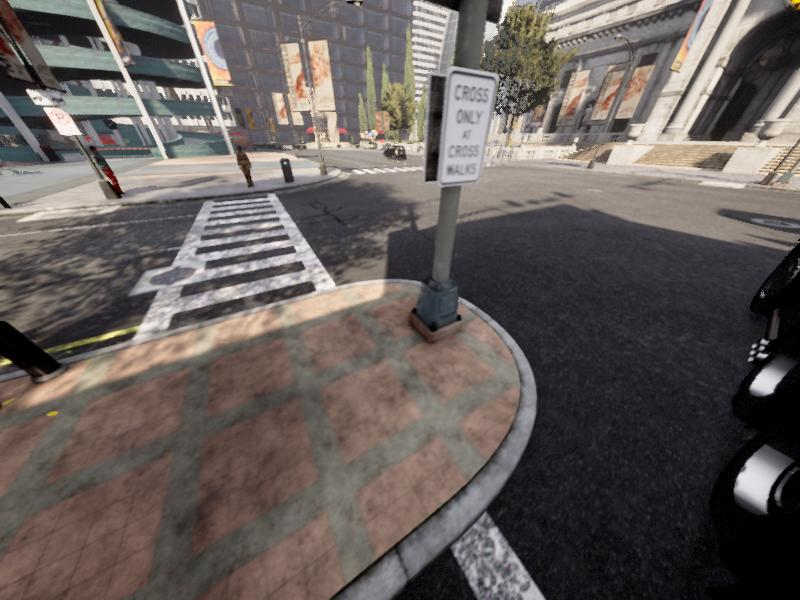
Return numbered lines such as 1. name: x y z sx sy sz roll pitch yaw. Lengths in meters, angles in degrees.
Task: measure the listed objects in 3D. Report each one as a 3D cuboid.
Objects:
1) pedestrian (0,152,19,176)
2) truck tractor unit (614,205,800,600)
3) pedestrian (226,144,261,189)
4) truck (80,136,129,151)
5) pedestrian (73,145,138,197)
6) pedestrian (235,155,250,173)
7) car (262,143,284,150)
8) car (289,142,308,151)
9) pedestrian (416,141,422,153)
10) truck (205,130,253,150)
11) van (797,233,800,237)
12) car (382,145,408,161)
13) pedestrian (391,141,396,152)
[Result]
1. pedestrian: -26.130 -9.071 14.871 0.751 1.860 0.751 29 44 34
2. truck tractor unit: 5.004 -0.396 0.911 6.516 4.208 3.053 -22 41 -28
3. pedestrian: -7.751 -6.644 11.541 0.751 1.860 0.751 -9 36 -13
4. truck: -60.537 -32.194 47.563 5.204 2.467 2.627 -16 38 -22
5. pedestrian: -12.473 -5.519 9.885 0.751 1.860 0.751 -11 36 -16
6. pedestrian: -11.572 -9.979 16.964 0.500 1.100 0.500 -8 36 -11
7. car: -30.818 -37.371 56.201 4.181 1.385 1.994 10 36 14
8. car: -23.345 -35.395 53.282 3.705 1.549 1.789 18 39 24
9. pedestrian: 3.511 -27.843 42.087 0.751 1.860 0.751 -16 38 -22
10. truck: -42.032 -39.468 56.981 8.468 3.827 2.891 -1 35 -1
11. van: 14.154 -1.774 4.450 1.988 2.561 5.915 -18 39 -24
12. car: -0.761 -20.183 31.578 1.851 1.617 3.988 -18 39 -25
13. pedestrian: -1.241 -30.924 46.473 0.751 1.860 0.751 -18 39 -24
